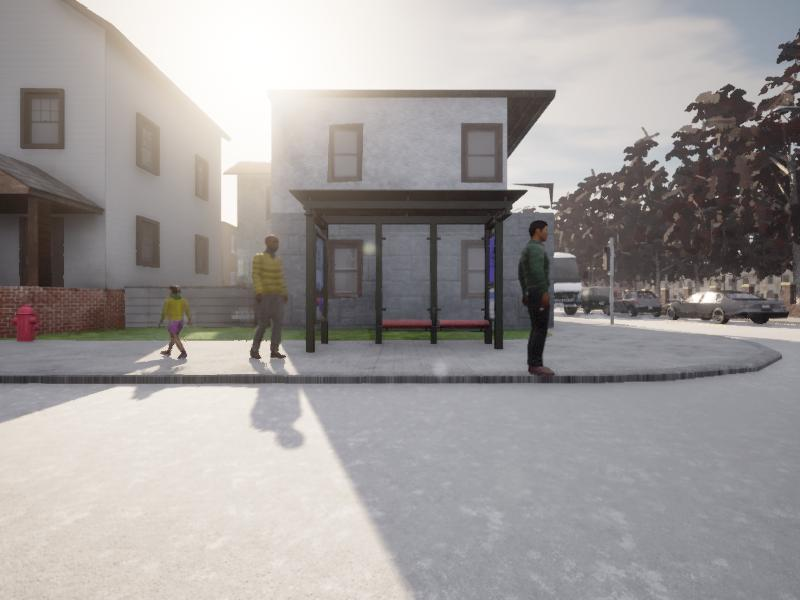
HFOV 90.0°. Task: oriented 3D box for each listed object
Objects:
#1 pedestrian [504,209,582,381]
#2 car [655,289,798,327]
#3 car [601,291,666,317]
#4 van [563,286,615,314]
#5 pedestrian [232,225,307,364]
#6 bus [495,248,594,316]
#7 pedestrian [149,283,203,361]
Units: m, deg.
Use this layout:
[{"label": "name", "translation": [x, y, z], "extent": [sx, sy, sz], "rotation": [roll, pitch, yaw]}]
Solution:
[{"label": "pedestrian", "translation": [1.661, -0.054, 4.767], "extent": [0.751, 1.860, 0.751], "rotation": [0, 0, 9]}, {"label": "car", "translation": [13.943, 0.295, 17.675], "extent": [2.033, 1.411, 5.357], "rotation": [0, 0, 2]}, {"label": "car", "translation": [14.191, 0.227, 24.569], "extent": [1.845, 1.501, 3.633], "rotation": [0, 0, -1]}, {"label": "van", "translation": [14.270, -0.001, 30.576], "extent": [1.775, 1.987, 4.442], "rotation": [0, 0, -2]}, {"label": "pedestrian", "translation": [-1.906, -0.075, 5.857], "extent": [0.751, 1.860, 0.751], "rotation": [0, 0, 37]}, {"label": "bus", "translation": [10.248, -1.132, 30.184], "extent": [3.944, 4.253, 10.273], "rotation": [0, 0, 1]}, {"label": "pedestrian", "translation": [-3.325, 0.305, 5.953], "extent": [0.500, 1.100, 0.500], "rotation": [0, 0, 25]}]
